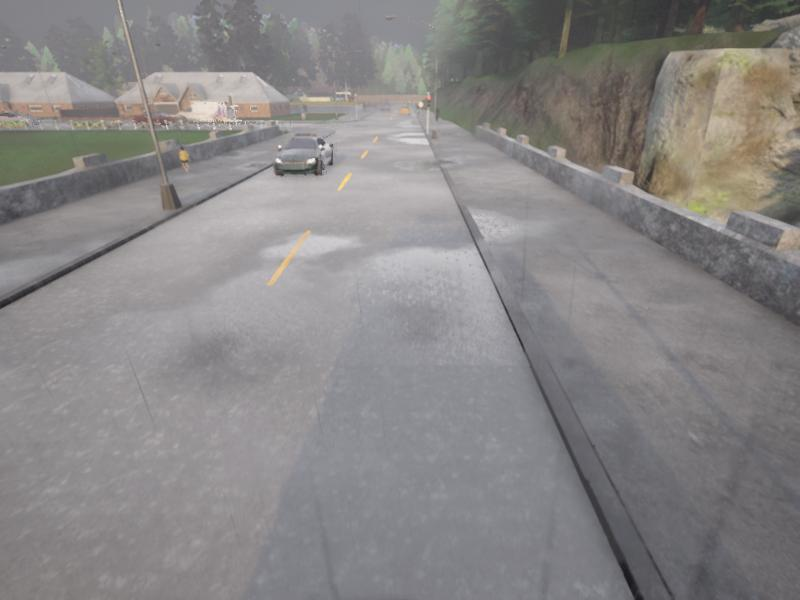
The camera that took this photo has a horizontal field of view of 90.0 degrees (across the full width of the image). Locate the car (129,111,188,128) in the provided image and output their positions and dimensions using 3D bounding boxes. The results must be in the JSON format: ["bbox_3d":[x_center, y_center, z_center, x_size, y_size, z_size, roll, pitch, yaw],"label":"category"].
[{"bbox_3d":[-26.117,-19.642,43.458,5.008,1.535,1.882,1,27,1],"label":"car"}]

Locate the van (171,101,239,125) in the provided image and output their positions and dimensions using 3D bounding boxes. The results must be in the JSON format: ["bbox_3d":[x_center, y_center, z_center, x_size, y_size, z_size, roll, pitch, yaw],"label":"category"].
[{"bbox_3d":[-22.671,-21.850,46.802,6.366,2.431,2.351,0,27,0],"label":"van"}]

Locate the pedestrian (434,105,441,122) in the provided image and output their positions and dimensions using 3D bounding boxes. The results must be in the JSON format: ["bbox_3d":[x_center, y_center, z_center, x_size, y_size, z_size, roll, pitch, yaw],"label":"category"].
[{"bbox_3d":[4.678,-23.437,50.251,0.751,1.860,0.751,1,27,2],"label":"pedestrian"}]

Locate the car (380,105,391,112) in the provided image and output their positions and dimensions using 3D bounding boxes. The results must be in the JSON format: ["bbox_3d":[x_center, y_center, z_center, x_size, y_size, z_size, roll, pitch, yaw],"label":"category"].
[{"bbox_3d":[-2.964,-39.916,83.351,1.994,1.385,4.181,0,27,1],"label":"car"}]

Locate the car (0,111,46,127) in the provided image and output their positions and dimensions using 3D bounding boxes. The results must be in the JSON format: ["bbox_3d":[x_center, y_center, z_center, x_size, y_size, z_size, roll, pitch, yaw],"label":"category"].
[{"bbox_3d":[-41.944,-19.742,43.667,4.514,1.525,2.007,0,27,1],"label":"car"}]

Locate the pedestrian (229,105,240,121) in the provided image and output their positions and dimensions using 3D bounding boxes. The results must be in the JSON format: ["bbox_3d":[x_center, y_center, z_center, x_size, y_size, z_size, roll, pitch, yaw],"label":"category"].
[{"bbox_3d":[-21.224,-24.021,51.399,0.751,1.860,0.751,1,27,2],"label":"pedestrian"}]

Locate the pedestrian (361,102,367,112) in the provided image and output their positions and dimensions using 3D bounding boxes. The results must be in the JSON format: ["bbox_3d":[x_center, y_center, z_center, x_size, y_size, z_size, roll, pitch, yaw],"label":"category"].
[{"bbox_3d":[-7.313,-39.086,80.902,0.751,1.860,0.751,-19,33,-33],"label":"pedestrian"}]

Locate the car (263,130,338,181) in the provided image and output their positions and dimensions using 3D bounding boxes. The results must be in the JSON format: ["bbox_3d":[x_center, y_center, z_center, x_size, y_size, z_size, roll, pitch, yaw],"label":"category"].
[{"bbox_3d":[-4.205,-6.558,17.844,2.038,1.542,4.974,0,27,0],"label":"car"}]

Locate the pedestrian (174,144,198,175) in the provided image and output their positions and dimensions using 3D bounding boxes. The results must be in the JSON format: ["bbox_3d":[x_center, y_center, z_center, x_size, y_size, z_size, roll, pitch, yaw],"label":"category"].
[{"bbox_3d":[-8.882,-5.836,16.616,0.500,1.100,0.500,19,33,32],"label":"pedestrian"}]

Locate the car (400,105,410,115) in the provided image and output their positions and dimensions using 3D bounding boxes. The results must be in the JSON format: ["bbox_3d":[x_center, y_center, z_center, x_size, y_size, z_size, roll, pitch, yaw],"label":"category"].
[{"bbox_3d":[0.852,-33.814,71.165,1.801,1.575,5.366,0,27,1],"label":"car"}]
